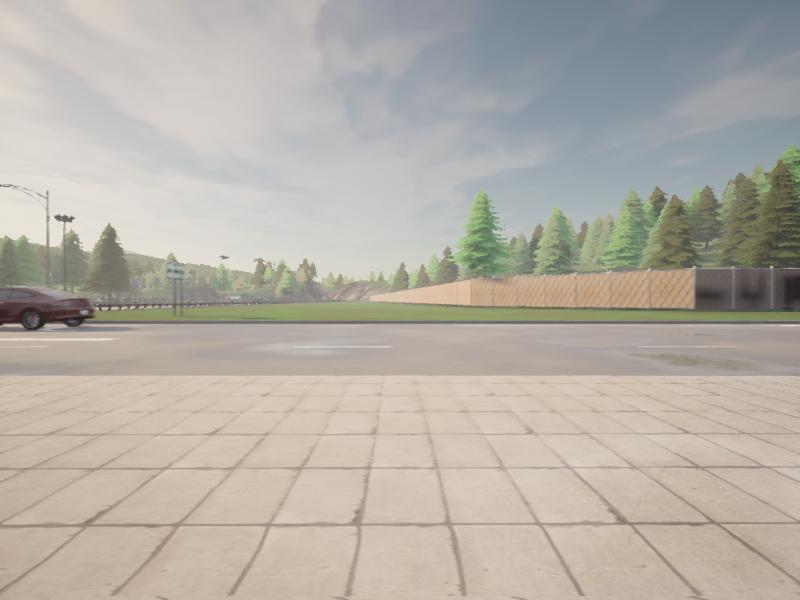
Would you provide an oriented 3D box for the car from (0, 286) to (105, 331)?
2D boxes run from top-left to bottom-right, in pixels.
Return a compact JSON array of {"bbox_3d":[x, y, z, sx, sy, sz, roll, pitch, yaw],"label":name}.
[{"bbox_3d":[-13.105,0.264,13.710,4.674,1.442,1.812,0,0,0],"label":"car"}]
